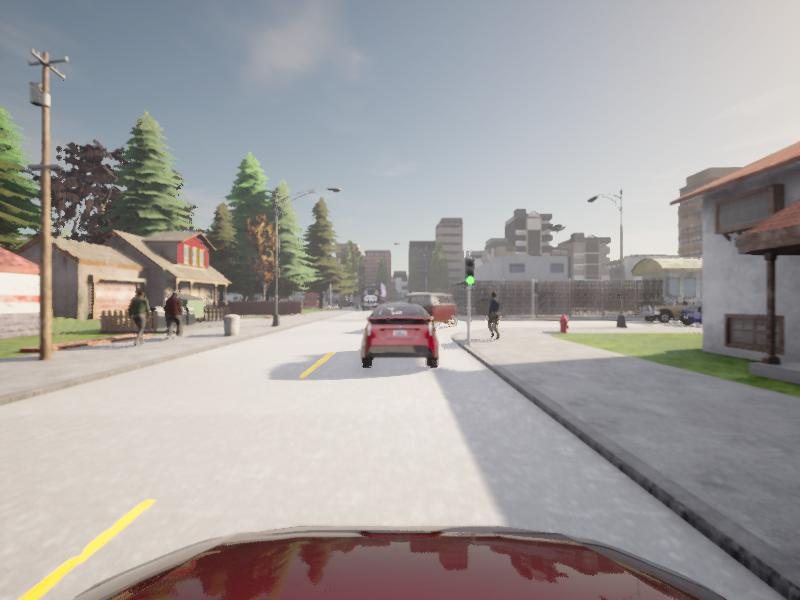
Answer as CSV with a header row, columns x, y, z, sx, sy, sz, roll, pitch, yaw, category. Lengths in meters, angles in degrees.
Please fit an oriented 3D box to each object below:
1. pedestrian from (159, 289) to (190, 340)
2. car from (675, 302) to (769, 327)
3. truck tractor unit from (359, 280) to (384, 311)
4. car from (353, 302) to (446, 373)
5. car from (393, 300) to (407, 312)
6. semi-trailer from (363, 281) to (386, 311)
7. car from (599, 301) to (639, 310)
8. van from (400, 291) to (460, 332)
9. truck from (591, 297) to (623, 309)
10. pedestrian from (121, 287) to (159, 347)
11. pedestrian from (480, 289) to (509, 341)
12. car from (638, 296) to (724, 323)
x,y,z,sx,sy,sz,roll,pitch,yaw,category
-8.409,0.528,14.932,0.751,1.860,0.751,0,0,-4,pedestrian
19.243,0.846,24.043,4.193,1.474,1.816,0,0,0,car
-3.995,-0.543,57.411,3.053,4.208,6.516,0,0,0,truck tractor unit
-0.002,0.824,10.889,2.007,1.525,4.514,0,0,0,car
0.007,0.770,54.684,1.851,1.617,3.988,0,0,0,car
-3.923,-0.640,65.325,2.717,4.402,14.254,0,0,1,semi-trailer
34.856,0.797,63.773,5.357,1.415,2.033,0,0,0,car
1.801,0.591,22.122,1.775,1.987,4.442,-2,-1,26,van
35.019,0.483,67.733,4.478,2.038,2.069,0,0,0,truck
-8.285,0.529,12.771,0.751,1.860,0.751,0,0,-7,pedestrian
3.487,0.529,14.771,0.751,1.860,0.751,0,0,-24,pedestrian
19.460,0.643,27.908,4.605,1.855,1.932,0,0,2,car
